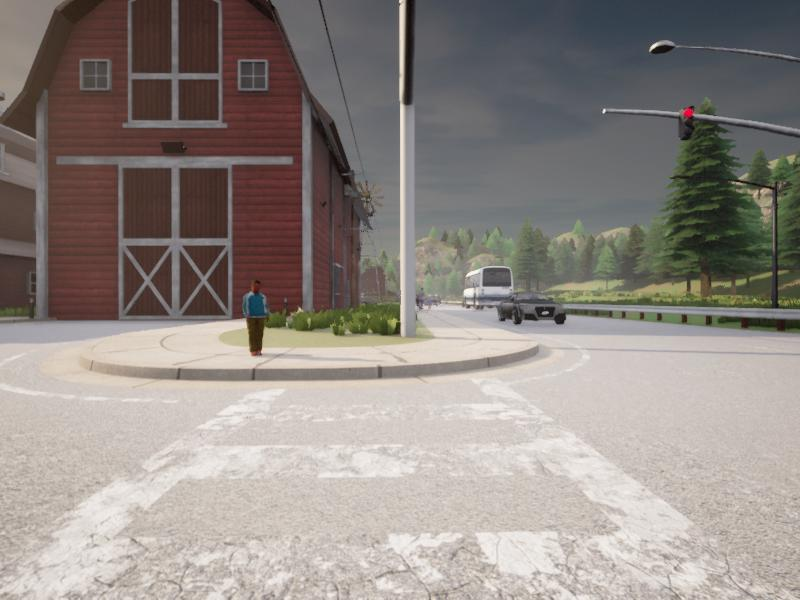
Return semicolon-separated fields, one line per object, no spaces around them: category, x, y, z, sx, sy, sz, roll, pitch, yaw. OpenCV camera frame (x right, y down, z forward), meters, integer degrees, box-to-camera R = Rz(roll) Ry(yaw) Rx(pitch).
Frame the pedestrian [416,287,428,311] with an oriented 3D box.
pedestrian;1.723;-0.078;30.980;0.751;1.860;0.751;0;0;22

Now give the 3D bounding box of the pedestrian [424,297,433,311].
pedestrian;2.244;0.303;31.414;0.500;1.100;0.500;0;0;-29

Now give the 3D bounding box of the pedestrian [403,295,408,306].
pedestrian;0.941;0.090;68.352;0.751;1.860;0.751;0;0;7

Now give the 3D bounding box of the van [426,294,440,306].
van;5.693;0.021;69.450;2.069;2.038;4.480;0;0;0

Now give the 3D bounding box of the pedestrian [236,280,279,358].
pedestrian;-2.149;0.271;6.002;0.500;1.100;0.500;0;0;-34

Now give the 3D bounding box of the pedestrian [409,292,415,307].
pedestrian;1.459;-0.069;48.402;0.751;1.860;0.751;0;0;-2

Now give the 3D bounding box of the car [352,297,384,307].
car;-4.889;0.317;61.545;4.792;1.488;2.163;0;0;-1

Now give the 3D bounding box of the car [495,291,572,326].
car;5.720;0.329;17.756;1.994;1.385;4.181;0;0;0

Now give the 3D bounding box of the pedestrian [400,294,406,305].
pedestrian;0.468;-0.057;68.702;0.751;1.860;0.751;0;0;-45

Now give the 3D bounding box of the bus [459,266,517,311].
bus;9.083;-1.107;42.956;3.944;4.253;10.273;0;0;0
